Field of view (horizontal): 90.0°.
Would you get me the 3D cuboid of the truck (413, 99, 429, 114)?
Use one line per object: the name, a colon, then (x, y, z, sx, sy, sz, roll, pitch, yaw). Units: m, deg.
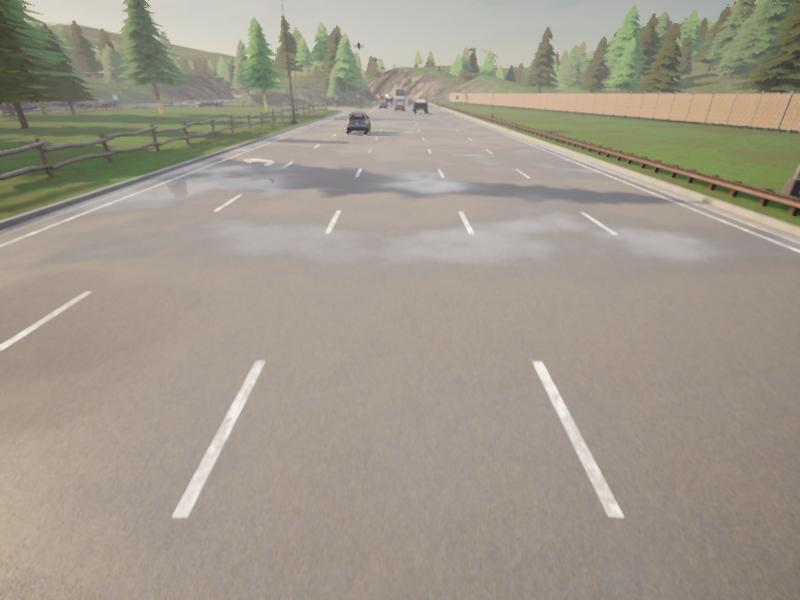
truck: (3.511, -33.475, 69.077, 2.390, 2.098, 6.274, 0, 27, 0)

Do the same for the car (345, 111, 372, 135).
car: (-3.495, -15.182, 34.136, 1.851, 1.617, 3.988, 0, 27, 0)

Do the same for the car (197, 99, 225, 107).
car: (-41.913, -43.764, 88.924, 5.366, 1.575, 1.801, -8, 28, -15)

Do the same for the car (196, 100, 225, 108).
car: (-40.812, -42.313, 86.356, 5.027, 1.651, 2.152, -6, 28, -12)

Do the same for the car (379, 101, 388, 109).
car: (-3.489, -42.398, 86.904, 1.816, 1.474, 4.193, 0, 27, 0)
